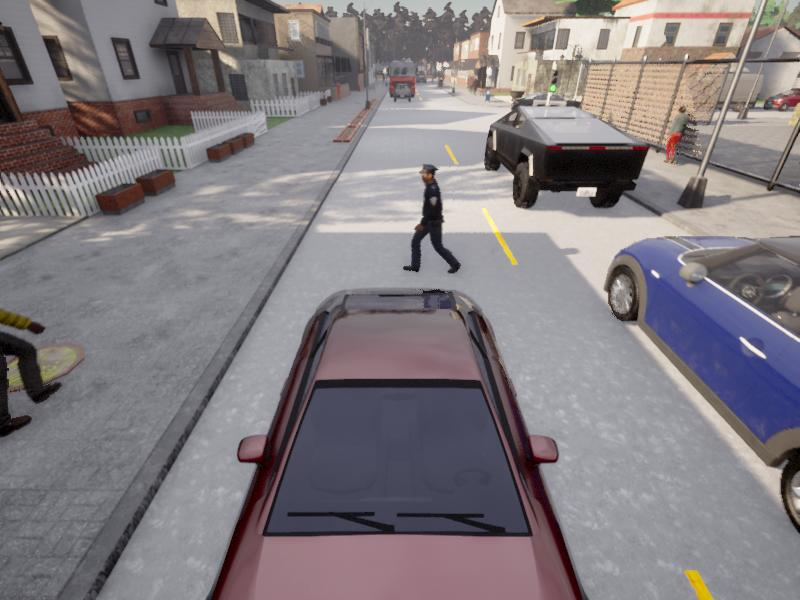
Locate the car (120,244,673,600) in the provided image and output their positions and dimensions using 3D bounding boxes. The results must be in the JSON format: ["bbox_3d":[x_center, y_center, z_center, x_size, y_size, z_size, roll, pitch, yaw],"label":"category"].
[{"bbox_3d":[-0.012,1.026,2.929,1.994,1.385,4.181,0,30,0],"label":"car"}]

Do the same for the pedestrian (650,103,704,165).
[{"bbox_3d":[9.293,-5.584,13.482,0.751,1.860,0.751,2,30,3],"label":"pedestrian"}]

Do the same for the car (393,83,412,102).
[{"bbox_3d":[0.245,-20.806,40.103,1.789,1.549,3.705,0,30,0],"label":"car"}]

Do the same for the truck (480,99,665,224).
[{"bbox_3d":[4.045,-4.189,11.109,2.390,2.098,6.274,0,30,0],"label":"truck"}]

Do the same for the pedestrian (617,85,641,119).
[{"bbox_3d":[14.645,-12.657,25.593,0.751,1.860,0.751,25,38,36],"label":"pedestrian"}]

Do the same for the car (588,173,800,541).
[{"bbox_3d":[4.007,0.192,3.908,2.097,1.767,4.553,0,30,0],"label":"car"}]

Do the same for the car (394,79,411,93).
[{"bbox_3d":[0.327,-29.239,54.615,2.163,1.488,4.792,0,30,0],"label":"car"}]

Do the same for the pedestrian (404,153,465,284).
[{"bbox_3d":[0.489,-1.264,6.290,0.751,1.860,0.751,-3,30,-6],"label":"pedestrian"}]

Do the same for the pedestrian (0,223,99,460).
[{"bbox_3d":[-3.513,0.311,3.384,0.751,1.860,0.751,14,33,23],"label":"pedestrian"}]

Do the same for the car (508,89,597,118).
[{"bbox_3d":[10.422,-13.629,27.728,5.238,1.638,1.930,3,30,4],"label":"car"}]

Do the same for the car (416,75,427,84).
[{"bbox_3d":[4.512,-46.224,83.650,2.038,1.542,4.974,0,30,0],"label":"car"}]

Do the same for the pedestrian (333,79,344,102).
[{"bbox_3d":[-5.737,-19.604,37.485,0.751,1.860,0.751,1,30,2],"label":"pedestrian"}]

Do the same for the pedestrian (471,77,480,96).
[{"bbox_3d":[8.475,-24.144,45.244,0.751,1.860,0.751,1,30,2],"label":"pedestrian"}]

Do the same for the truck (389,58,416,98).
[{"bbox_3d":[0.276,-25.960,46.678,2.891,3.827,8.468,0,30,0],"label":"truck"}]
